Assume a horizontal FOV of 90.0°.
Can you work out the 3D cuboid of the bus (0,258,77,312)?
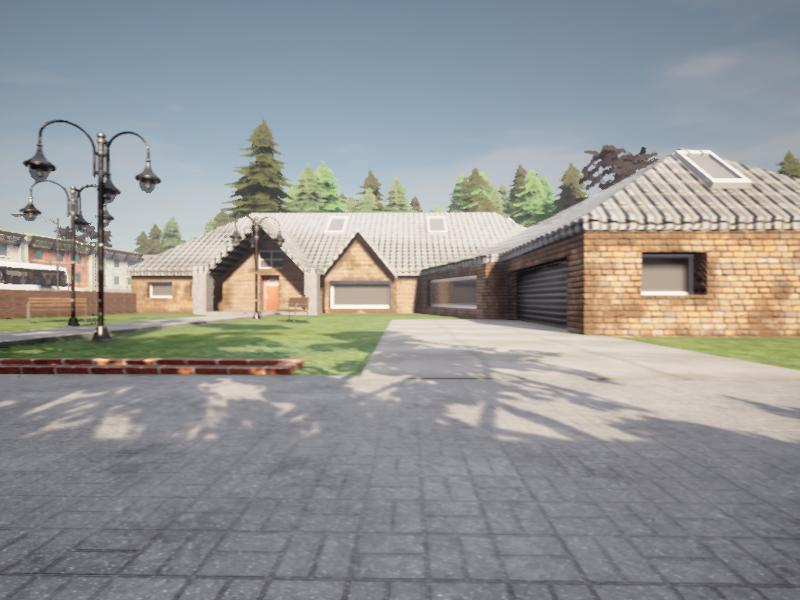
[{"bbox_3d":[-33.570,-1.166,33.879,3.944,4.253,10.273,0,0,1],"label":"bus"}]
